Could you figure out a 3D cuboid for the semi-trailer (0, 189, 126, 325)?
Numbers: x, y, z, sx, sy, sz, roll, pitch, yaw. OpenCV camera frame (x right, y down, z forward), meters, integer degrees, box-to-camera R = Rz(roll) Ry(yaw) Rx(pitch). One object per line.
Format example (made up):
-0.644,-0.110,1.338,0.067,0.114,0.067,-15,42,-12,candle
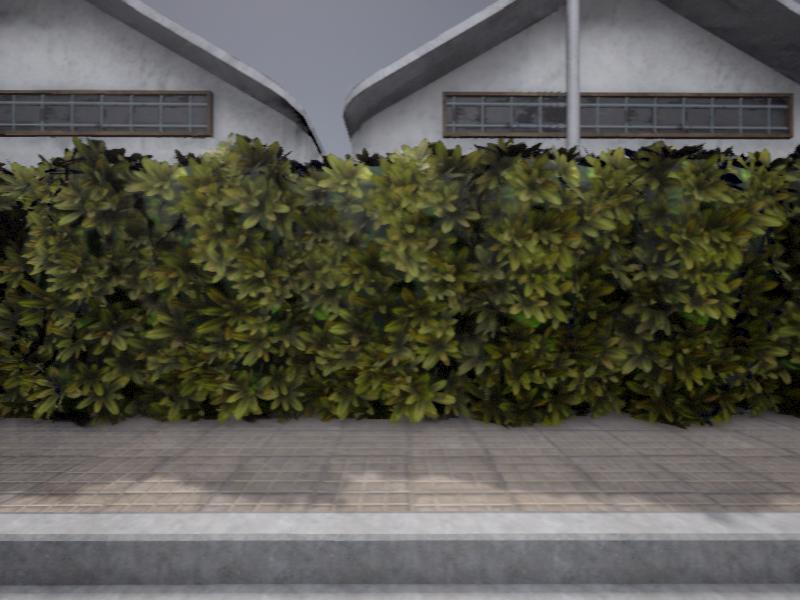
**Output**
-14.332,-1.398,11.854,2.717,4.402,14.254,0,0,0,semi-trailer
